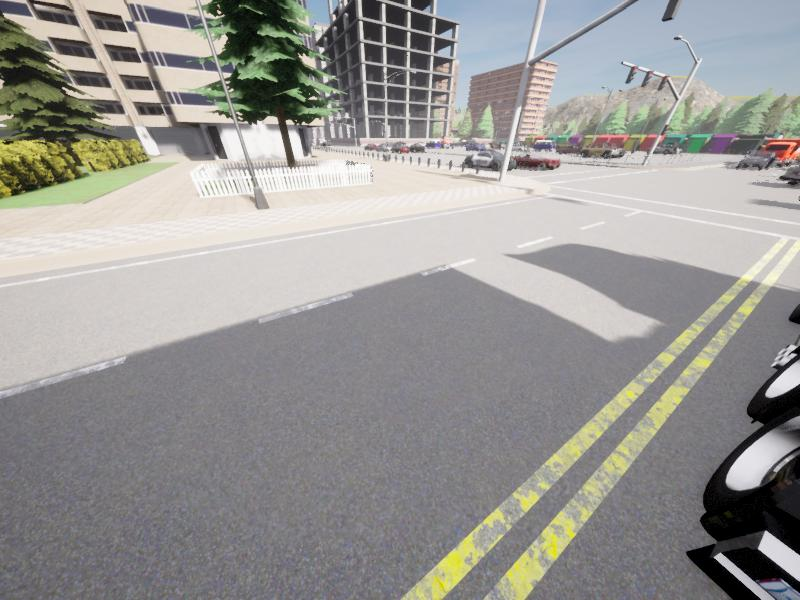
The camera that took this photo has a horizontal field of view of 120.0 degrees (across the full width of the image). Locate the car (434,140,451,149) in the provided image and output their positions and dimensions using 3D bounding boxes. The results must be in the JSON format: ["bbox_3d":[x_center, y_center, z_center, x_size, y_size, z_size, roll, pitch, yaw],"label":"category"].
[{"bbox_3d":[11.202,-41.330,61.496,1.932,1.855,4.605,-18,39,-24],"label":"car"}]

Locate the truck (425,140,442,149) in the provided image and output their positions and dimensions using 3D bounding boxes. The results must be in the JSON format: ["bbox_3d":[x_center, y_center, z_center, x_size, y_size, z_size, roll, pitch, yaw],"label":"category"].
[{"bbox_3d":[8.728,-40.556,60.201,2.069,2.038,4.478,-18,39,-24],"label":"truck"}]

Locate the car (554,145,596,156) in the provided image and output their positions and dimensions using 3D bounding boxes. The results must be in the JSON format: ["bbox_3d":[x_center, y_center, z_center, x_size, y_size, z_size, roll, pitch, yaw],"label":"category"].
[{"bbox_3d":[29.845,-25.721,39.638,2.033,1.415,5.357,-18,39,-24],"label":"car"}]

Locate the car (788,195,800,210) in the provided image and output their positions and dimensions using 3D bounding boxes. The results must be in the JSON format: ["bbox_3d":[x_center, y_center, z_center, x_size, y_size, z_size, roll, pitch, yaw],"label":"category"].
[{"bbox_3d":[17.824,-3.737,8.085,1.851,1.617,3.988,-20,40,-26],"label":"car"}]

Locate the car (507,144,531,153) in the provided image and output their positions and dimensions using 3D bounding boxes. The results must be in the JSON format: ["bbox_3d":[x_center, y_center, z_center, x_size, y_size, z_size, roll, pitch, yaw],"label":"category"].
[{"bbox_3d":[24.334,-31.194,47.465,1.970,1.475,3.806,-18,39,-24],"label":"car"}]

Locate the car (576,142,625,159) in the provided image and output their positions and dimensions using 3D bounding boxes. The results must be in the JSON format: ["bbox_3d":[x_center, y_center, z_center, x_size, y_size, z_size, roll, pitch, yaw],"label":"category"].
[{"bbox_3d":[28.170,-21.157,32.661,1.932,1.855,4.605,-18,39,-24],"label":"car"}]

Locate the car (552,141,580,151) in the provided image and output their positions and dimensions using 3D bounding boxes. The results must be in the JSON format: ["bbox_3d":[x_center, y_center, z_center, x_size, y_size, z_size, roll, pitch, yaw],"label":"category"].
[{"bbox_3d":[38.935,-36.206,54.343,1.932,1.855,4.605,-18,39,-24],"label":"car"}]

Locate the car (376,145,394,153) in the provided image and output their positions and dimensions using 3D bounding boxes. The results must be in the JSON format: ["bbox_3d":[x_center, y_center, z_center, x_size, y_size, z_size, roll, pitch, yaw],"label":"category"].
[{"bbox_3d":[-3.214,-31.823,48.523,1.895,1.301,4.718,-18,39,-24],"label":"car"}]

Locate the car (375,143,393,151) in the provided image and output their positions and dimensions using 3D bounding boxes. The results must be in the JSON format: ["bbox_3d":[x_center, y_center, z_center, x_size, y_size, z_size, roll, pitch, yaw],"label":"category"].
[{"bbox_3d":[-3.979,-36.605,55.297,2.033,1.411,5.357,-18,39,-24],"label":"car"}]

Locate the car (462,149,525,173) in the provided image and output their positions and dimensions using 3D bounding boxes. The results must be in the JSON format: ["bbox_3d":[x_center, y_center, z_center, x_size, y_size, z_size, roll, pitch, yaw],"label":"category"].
[{"bbox_3d":[8.221,-12.627,20.845,2.038,1.542,4.974,-18,39,-24],"label":"car"}]

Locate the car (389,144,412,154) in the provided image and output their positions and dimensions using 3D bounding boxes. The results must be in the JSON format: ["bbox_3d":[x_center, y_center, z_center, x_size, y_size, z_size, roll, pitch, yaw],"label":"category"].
[{"bbox_3d":[-0.017,-28.738,43.956,2.163,1.488,4.792,-18,39,-24],"label":"car"}]

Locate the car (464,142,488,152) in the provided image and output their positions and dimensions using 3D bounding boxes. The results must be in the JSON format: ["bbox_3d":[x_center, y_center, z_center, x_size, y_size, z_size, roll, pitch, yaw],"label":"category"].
[{"bbox_3d":[16.248,-32.865,49.678,2.242,1.667,4.611,-18,39,-24],"label":"car"}]

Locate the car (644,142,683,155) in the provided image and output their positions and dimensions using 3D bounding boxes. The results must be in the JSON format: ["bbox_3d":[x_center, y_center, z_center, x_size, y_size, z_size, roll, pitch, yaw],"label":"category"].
[{"bbox_3d":[47.693,-27.500,41.915,1.905,1.878,3.866,-18,39,-24],"label":"car"}]

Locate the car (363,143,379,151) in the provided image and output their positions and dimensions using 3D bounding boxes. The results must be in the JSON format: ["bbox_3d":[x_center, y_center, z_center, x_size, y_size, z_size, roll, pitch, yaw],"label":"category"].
[{"bbox_3d":[-6.718,-35.340,53.416,1.812,1.442,4.674,-18,39,-24],"label":"car"}]

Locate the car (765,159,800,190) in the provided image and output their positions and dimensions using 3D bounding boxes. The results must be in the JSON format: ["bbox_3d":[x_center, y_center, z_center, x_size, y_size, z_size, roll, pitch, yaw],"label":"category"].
[{"bbox_3d":[25.722,-7.253,13.378,5.357,1.411,2.033,0,35,-1],"label":"car"}]

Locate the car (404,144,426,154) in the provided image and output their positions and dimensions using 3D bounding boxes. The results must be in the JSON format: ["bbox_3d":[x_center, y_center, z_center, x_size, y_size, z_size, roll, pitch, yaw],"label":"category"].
[{"bbox_3d":[2.918,-29.848,45.522,1.882,1.535,5.008,-18,39,-25],"label":"car"}]

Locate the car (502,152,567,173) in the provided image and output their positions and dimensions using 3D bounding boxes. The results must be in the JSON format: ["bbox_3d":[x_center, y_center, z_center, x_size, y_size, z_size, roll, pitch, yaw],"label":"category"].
[{"bbox_3d":[12.132,-12.737,21.237,1.895,1.301,4.718,-19,39,-26],"label":"car"}]

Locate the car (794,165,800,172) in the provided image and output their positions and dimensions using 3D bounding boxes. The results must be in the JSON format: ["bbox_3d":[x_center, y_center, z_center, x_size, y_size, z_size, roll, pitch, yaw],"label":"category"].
[{"bbox_3d":[38.892,-12.642,21.012,5.027,1.651,2.152,-18,39,-24],"label":"car"}]

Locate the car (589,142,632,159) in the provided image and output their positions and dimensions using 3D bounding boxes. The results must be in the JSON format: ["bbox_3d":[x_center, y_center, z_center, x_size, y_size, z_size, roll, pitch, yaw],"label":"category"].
[{"bbox_3d":[30.705,-21.944,33.815,1.905,1.878,3.866,-18,39,-24],"label":"car"}]

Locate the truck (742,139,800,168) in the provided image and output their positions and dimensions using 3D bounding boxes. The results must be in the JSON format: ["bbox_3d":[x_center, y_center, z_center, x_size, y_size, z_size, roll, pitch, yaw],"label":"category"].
[{"bbox_3d":[40.592,-15.796,24.810,5.204,2.467,2.627,-17,39,-23],"label":"truck"}]

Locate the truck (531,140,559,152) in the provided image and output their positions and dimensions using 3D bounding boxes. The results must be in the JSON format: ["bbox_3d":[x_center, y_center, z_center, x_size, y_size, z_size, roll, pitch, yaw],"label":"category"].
[{"bbox_3d":[31.842,-33.936,50.868,2.069,2.038,4.478,-18,39,-24],"label":"truck"}]

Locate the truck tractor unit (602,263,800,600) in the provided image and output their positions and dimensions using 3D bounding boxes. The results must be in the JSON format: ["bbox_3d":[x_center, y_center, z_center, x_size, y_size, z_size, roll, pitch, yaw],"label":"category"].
[{"bbox_3d":[5.108,-0.304,0.785,6.516,4.208,3.053,-18,39,-24],"label":"truck tractor unit"}]

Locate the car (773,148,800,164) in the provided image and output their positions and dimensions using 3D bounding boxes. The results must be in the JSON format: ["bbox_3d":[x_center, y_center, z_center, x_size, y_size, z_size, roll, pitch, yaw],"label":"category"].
[{"bbox_3d":[50.643,-18.517,29.567,5.366,1.575,1.801,-17,38,-23],"label":"car"}]

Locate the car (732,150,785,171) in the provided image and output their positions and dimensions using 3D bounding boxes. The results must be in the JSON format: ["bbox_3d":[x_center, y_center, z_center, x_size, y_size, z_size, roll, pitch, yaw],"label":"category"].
[{"bbox_3d":[34.649,-13.544,22.357,3.633,1.501,1.845,-18,39,-24],"label":"car"}]
